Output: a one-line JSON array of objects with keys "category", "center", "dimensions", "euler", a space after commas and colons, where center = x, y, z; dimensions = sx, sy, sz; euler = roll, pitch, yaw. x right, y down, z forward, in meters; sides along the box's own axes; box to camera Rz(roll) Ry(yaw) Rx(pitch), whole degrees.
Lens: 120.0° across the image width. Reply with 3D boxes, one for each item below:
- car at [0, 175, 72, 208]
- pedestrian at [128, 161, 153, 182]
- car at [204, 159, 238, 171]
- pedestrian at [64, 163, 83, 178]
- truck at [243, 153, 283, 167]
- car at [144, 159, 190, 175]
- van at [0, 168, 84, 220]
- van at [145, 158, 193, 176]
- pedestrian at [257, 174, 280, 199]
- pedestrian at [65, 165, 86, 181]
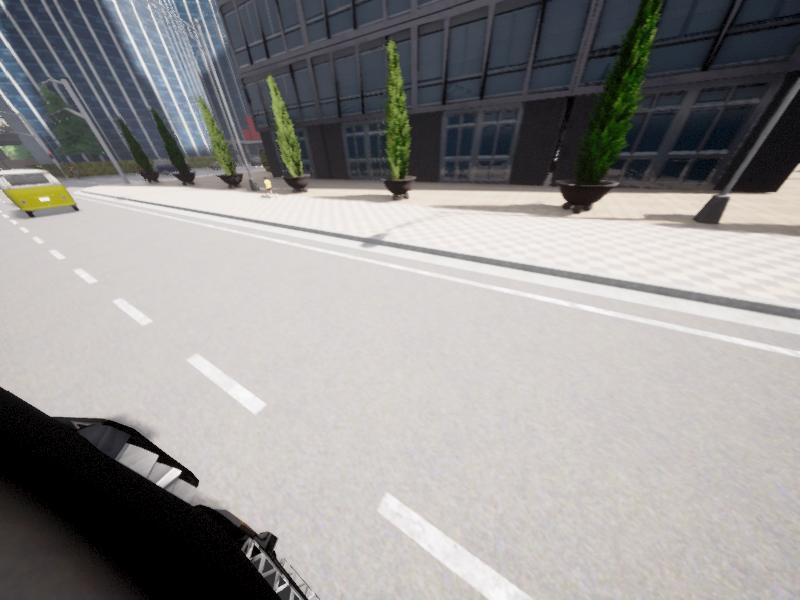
[{"category": "car", "center": [-24.046, -7.163, 15.051], "dimensions": [4.514, 1.525, 2.007], "euler": [16, 38, 26]}, {"category": "pedestrian", "center": [-26.149, -12.940, 23.287], "dimensions": [0.751, 1.860, 0.751], "euler": [12, 36, 21]}, {"category": "car", "center": [-31.679, -24.023, 41.051], "dimensions": [1.816, 1.474, 4.193], "euler": [16, 38, 25]}, {"category": "pedestrian", "center": [-48.756, -19.345, 34.522], "dimensions": [0.751, 1.860, 0.751], "euler": [16, 38, 26]}, {"category": "truck", "center": [-27.591, -28.421, 46.832], "dimensions": [2.390, 2.098, 6.274], "euler": [16, 38, 25]}, {"category": "car", "center": [-37.917, -21.838, 37.827], "dimensions": [1.932, 1.855, 4.605], "euler": [16, 38, 25]}, {"category": "van", "center": [-18.860, -5.647, 11.987], "dimensions": [4.442, 1.987, 1.775], "euler": [19, 39, 29]}, {"category": "van", "center": [-35.380, -20.519, 35.564], "dimensions": [1.775, 1.987, 4.442], "euler": [16, 38, 25]}, {"category": "pedestrian", "center": [-6.791, -5.873, 11.967], "dimensions": [0.500, 1.100, 0.500], "euler": [15, 38, 25]}, {"category": "pedestrian", "center": [-44.627, -17.536, 31.782], "dimensions": [0.751, 1.860, 0.751], "euler": [13, 37, 23]}]
